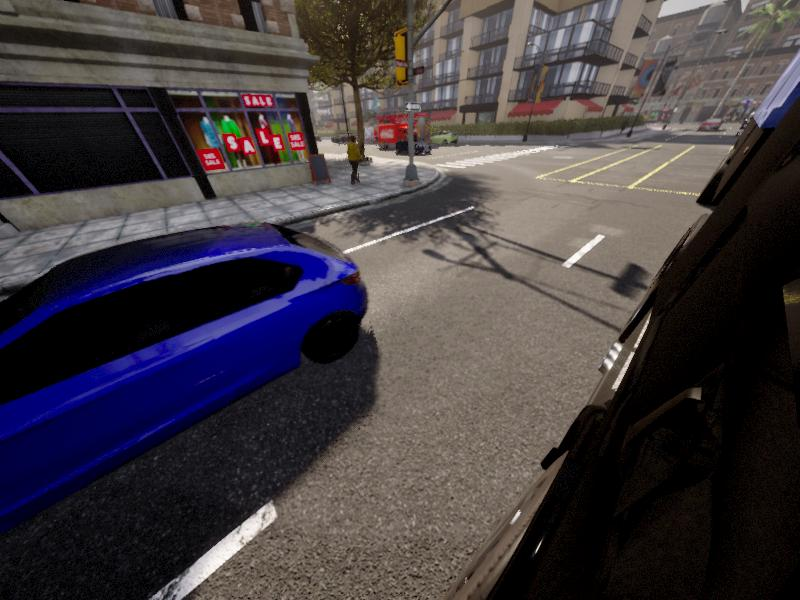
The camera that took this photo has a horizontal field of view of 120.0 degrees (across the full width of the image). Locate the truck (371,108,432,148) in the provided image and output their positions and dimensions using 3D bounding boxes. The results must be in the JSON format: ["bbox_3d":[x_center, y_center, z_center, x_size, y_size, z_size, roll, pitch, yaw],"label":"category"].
[{"bbox_3d":[-0.017,-22.572,30.502,2.891,3.827,8.468,-29,44,-30],"label":"truck"}]

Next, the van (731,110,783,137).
[{"bbox_3d":[37.040,-18.407,24.048,4.480,2.038,2.069,-29,44,-30],"label":"van"}]

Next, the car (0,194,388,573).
[{"bbox_3d":[-2.369,0.326,2.141,4.193,1.474,1.816,-28,44,-30],"label":"car"}]

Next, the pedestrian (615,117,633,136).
[{"bbox_3d":[27.625,-21.413,28.518,0.751,1.860,0.751,-27,43,-29],"label":"pedestrian"}]

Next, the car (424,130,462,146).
[{"bbox_3d":[5.500,-21.205,30.241,2.007,1.525,4.514,-29,44,-30],"label":"car"}]

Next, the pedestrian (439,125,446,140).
[{"bbox_3d":[6.626,-26.166,36.198,0.751,1.860,0.751,-31,45,-32],"label":"pedestrian"}]

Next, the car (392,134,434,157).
[{"bbox_3d":[1.167,-14.423,21.471,1.789,1.549,3.705,-29,44,-30],"label":"car"}]

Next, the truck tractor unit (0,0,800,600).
[{"bbox_3d":[2.645,-0.295,0.351,6.516,4.208,3.053,-28,44,-30],"label":"truck tractor unit"}]

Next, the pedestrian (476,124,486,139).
[{"bbox_3d":[12.292,-25.579,35.050,0.751,1.860,0.751,29,47,35],"label":"pedestrian"}]

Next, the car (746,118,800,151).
[{"bbox_3d":[26.699,-11.195,15.506,1.801,1.575,5.366,17,41,24],"label":"car"}]

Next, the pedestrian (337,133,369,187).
[{"bbox_3d":[-1.960,-5.922,9.813,0.751,1.860,0.751,23,44,30],"label":"pedestrian"}]

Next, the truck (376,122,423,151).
[{"bbox_3d":[-0.106,-18.864,26.710,2.627,2.467,5.204,-29,44,-30],"label":"truck"}]

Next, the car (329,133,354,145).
[{"bbox_3d":[-10.499,-28.757,41.228,1.930,1.638,5.238,-28,44,-30],"label":"car"}]

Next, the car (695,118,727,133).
[{"bbox_3d":[41.448,-23.292,30.766,4.674,1.442,1.812,-28,44,-30],"label":"car"}]

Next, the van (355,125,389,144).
[{"bbox_3d":[-4.906,-28.512,39.885,2.351,2.431,6.366,-28,44,-30],"label":"van"}]

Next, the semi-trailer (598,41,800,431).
[{"bbox_3d":[8.678,-3.626,4.236,14.254,4.402,2.717,-28,44,-30],"label":"semi-trailer"}]
